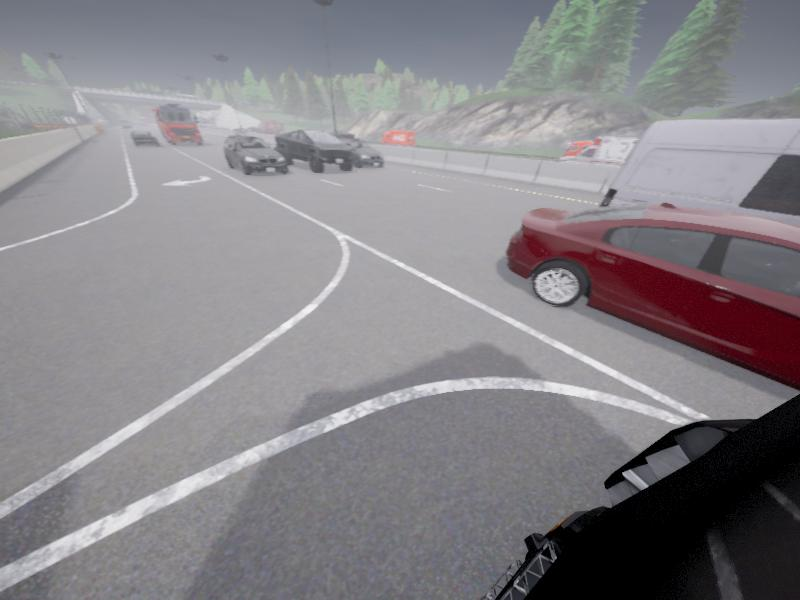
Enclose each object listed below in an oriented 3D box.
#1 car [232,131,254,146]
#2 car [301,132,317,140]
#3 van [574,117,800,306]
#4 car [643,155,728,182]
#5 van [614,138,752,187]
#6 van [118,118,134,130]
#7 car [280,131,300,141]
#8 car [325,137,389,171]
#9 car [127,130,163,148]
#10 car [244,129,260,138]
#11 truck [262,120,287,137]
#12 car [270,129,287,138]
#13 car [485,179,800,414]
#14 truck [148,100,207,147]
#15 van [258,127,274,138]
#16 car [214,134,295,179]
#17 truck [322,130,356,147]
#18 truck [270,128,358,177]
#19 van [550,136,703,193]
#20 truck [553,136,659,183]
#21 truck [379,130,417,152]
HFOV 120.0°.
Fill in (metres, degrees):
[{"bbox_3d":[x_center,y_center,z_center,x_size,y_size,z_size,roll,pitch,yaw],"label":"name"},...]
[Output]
[{"bbox_3d":[-21.403,-21.994,31.447,1.816,1.474,4.193,-19,41,-28],"label":"car"},{"bbox_3d":[-22.811,-40.945,57.667,1.816,1.474,4.193,-28,46,-35],"label":"car"},{"bbox_3d":[7.295,-1.540,4.088,1.988,2.561,5.915,-28,46,-35],"label":"van"},{"bbox_3d":[23.808,-11.172,19.500,1.816,1.474,4.193,-28,46,-35],"label":"car"},{"bbox_3d":[20.818,-10.585,17.569,1.988,2.561,5.915,-28,46,-35],"label":"van"},{"bbox_3d":[-78.363,-50.367,66.018,1.988,2.561,5.915,-28,46,-35],"label":"van"},{"bbox_3d":[-23.937,-35.799,50.392,1.882,1.535,5.008,-28,45,-35],"label":"car"},{"bbox_3d":[-3.165,-10.807,16.987,2.242,1.667,4.611,-28,46,-35],"label":"car"},{"bbox_3d":[-26.157,-16.503,23.650,1.895,1.301,4.718,-28,46,-35],"label":"car"},{"bbox_3d":[-35.937,-40.461,56.160,1.970,1.475,3.806,-28,46,-35],"label":"car"},{"bbox_3d":[-37.670,-51.424,69.190,2.891,3.827,8.468,-28,46,-35],"label":"truck"},{"bbox_3d":[-32.297,-44.129,61.296,2.033,1.649,4.856,-28,46,-35],"label":"car"},{"bbox_3d":[4.018,-0.270,2.957,1.882,1.535,5.008,-28,46,-35],"label":"car"},{"bbox_3d":[-26.016,-20.418,26.931,2.891,3.827,8.468,-28,46,-35],"label":"truck"},{"bbox_3d":[-34.024,-42.428,58.525,1.775,1.987,4.442,-28,46,-35],"label":"van"},{"bbox_3d":[-8.181,-8.115,12.906,2.242,1.667,4.611,-28,46,-35],"label":"car"},{"bbox_3d":[-10.339,-27.351,39.106,2.390,2.098,6.274,-28,46,-35],"label":"truck"},{"bbox_3d":[-5.566,-9.572,14.741,2.390,2.098,6.274,-28,46,-35],"label":"truck"},{"bbox_3d":[14.024,-8.984,14.979,2.351,2.431,6.366,-28,46,-35],"label":"van"},{"bbox_3d":[15.575,-10.950,17.788,2.627,2.467,5.204,-28,46,-35],"label":"truck"},{"bbox_3d":[-0.343,-24.663,35.743,5.204,2.467,2.627,25,41,27],"label":"truck"}]
